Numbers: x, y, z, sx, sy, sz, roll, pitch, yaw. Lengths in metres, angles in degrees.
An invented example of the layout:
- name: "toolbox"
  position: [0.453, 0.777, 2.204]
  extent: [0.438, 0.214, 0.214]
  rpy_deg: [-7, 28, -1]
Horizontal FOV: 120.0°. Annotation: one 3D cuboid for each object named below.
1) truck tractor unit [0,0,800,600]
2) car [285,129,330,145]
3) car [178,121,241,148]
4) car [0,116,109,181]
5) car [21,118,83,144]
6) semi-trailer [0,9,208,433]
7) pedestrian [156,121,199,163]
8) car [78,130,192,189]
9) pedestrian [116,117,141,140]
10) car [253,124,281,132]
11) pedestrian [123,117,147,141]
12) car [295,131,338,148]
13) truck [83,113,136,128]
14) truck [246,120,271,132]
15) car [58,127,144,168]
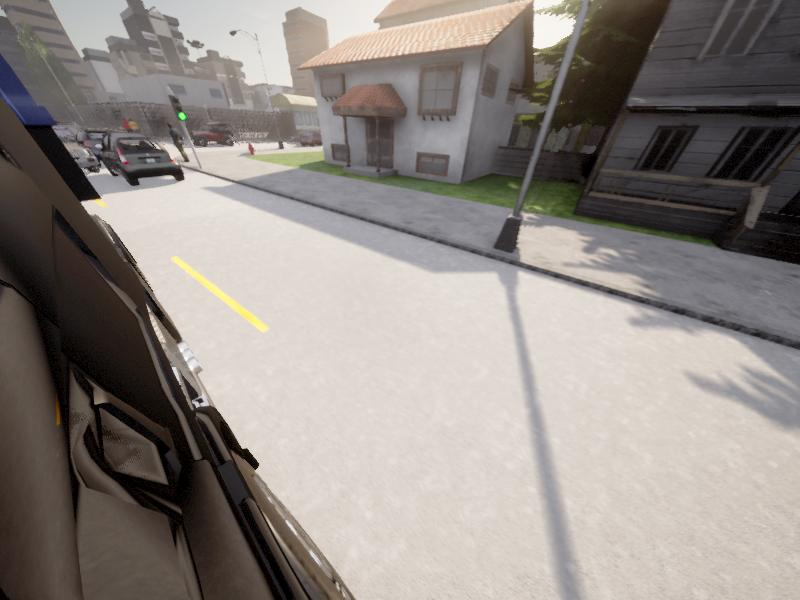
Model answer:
- name: "truck tractor unit"
  position: [-2.645, -0.295, 0.352]
  extent: [6.516, 4.208, 3.053]
  rpy_deg: [28, 44, 30]
- name: "car"
  position: [-11.763, -21.023, 29.737]
  extent: [2.128, 1.511, 4.902]
  rpy_deg: [25, 42, 27]
- name: "car"
  position: [-18.203, -15.973, 22.297]
  extent: [1.905, 1.878, 3.866]
  rpy_deg: [25, 42, 27]
- name: "car"
  position: [-15.351, -6.534, 9.895]
  extent: [4.605, 1.855, 1.932]
  rpy_deg: [22, 36, 21]
- name: "car"
  position: [-30.614, -14.901, 20.346]
  extent: [4.856, 1.649, 2.033]
  rpy_deg: [24, 42, 26]
- name: "semi-trailer"
  position: [-9.063, -3.322, 3.840]
  extent: [14.254, 4.402, 2.717]
  rpy_deg: [24, 42, 26]
- name: "pedestrian"
  position: [-12.148, -8.640, 12.684]
  extent: [0.751, 1.860, 0.751]
  rpy_deg: [6, 37, 4]
- name: "car"
  position: [-10.914, -5.930, 9.565]
  extent: [3.988, 1.617, 1.851]
  rpy_deg: [25, 42, 27]
- name: "pedestrian"
  position: [-27.633, -17.461, 23.518]
  extent: [0.751, 1.860, 0.751]
  rpy_deg: [24, 42, 26]
- name: "car"
  position: [-32.044, -41.361, 55.641]
  extent: [2.033, 1.415, 5.357]
  rpy_deg: [25, 42, 27]
- name: "pedestrian"
  position: [-26.530, -17.150, 23.169]
  extent: [0.751, 1.860, 0.751]
  rpy_deg: [25, 42, 27]
- name: "car"
  position: [-9.523, -18.630, 26.796]
  extent: [1.994, 1.385, 4.181]
  rpy_deg: [24, 42, 26]
- name: "truck"
  position: [-60.186, -37.214, 47.973]
  extent: [2.390, 2.098, 6.274]
  rpy_deg: [25, 42, 27]
- name: "truck"
  position: [-35.152, -43.165, 57.343]
  extent: [2.069, 2.038, 4.478]
  rpy_deg: [25, 42, 27]
- name: "car"
  position: [-16.015, -8.240, 12.410]
  extent: [3.633, 1.501, 1.845]
  rpy_deg: [25, 42, 27]
